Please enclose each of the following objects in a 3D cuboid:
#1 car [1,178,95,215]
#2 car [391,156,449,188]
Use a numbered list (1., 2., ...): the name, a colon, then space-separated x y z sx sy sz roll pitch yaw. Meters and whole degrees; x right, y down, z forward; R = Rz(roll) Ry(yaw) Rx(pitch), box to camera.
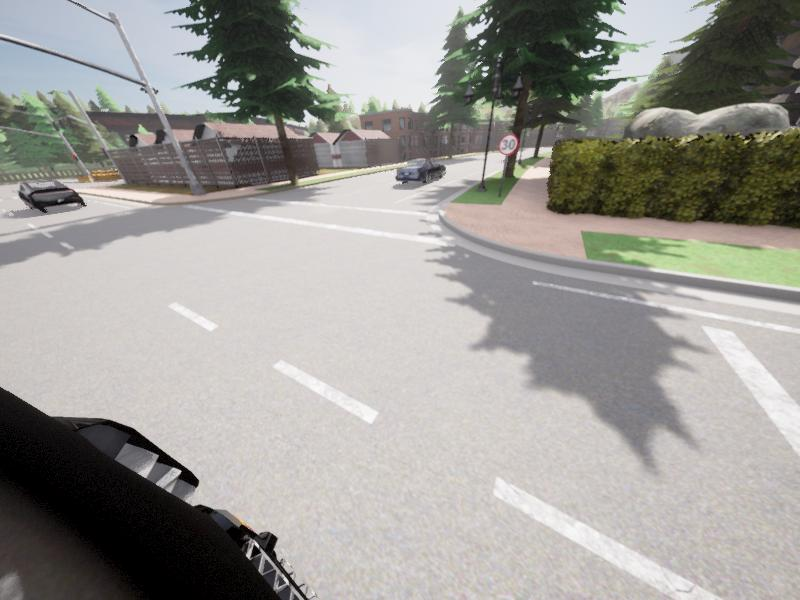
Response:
1. car: -21.317 -6.373 14.005 4.902 1.511 2.128 15 38 26
2. car: 1.610 -9.201 16.399 2.033 1.411 5.357 15 37 25
